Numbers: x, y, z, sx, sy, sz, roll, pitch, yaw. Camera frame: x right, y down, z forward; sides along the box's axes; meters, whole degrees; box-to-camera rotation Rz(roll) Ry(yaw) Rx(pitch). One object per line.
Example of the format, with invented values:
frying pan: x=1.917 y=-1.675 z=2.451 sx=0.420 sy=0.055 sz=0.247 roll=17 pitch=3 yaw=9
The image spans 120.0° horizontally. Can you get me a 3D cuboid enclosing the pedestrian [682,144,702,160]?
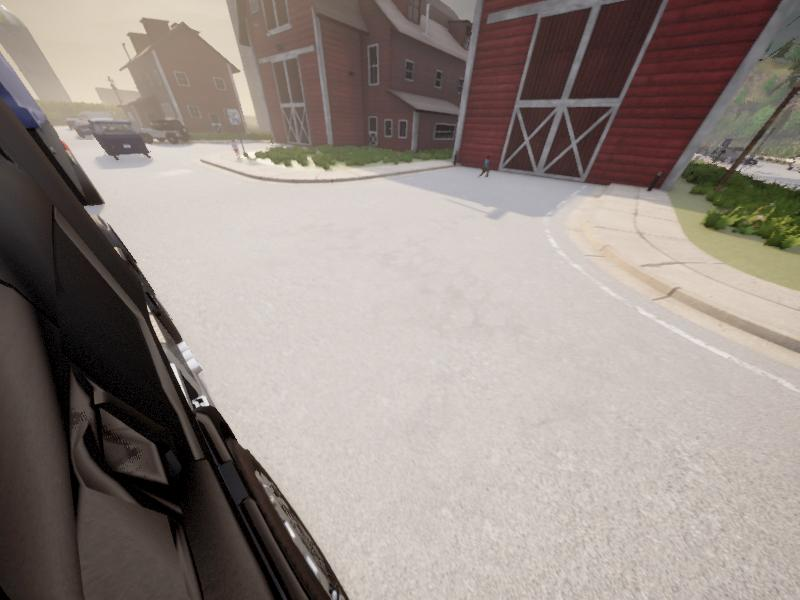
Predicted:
pedestrian: x=42.266 y=-21.474 z=33.450 sx=0.751 sy=1.860 sz=0.751 roll=21 pitch=40 yaw=23

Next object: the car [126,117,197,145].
car: x=-22.310 y=-15.953 z=21.825 sx=3.866 sy=1.878 sz=1.905 roll=-1 pitch=42 yaw=-2

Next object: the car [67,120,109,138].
car: x=-35.503 y=-19.453 z=26.285 sx=4.792 sy=1.488 sz=2.163 roll=28 pitch=44 yaw=30

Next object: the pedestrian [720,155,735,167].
pedestrian: x=36.209 y=-15.399 z=25.532 sx=0.500 sy=1.100 sz=0.500 roll=-26 pitch=45 yaw=-33

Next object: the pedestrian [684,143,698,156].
pedestrian: x=54.620 y=-28.258 z=43.365 sx=0.751 sy=1.860 sz=0.751 roll=-25 pitch=45 yaw=-32

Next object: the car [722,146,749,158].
car: x=69.278 y=-30.599 z=47.745 sx=1.905 sy=1.878 sz=3.866 roll=29 pitch=44 yaw=31

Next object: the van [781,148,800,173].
van: x=44.976 y=-14.954 z=24.684 sx=2.351 sy=2.431 sz=6.366 roll=29 pitch=44 yaw=31

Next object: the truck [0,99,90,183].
truck: x=-16.135 y=-6.783 z=9.674 sx=5.204 sy=2.467 sz=2.627 roll=28 pitch=44 yaw=30

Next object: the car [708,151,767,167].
car: x=45.647 y=-19.265 z=31.405 sx=1.994 sy=1.385 sz=4.181 roll=3 pitch=37 yaw=0

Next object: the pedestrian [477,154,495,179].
pedestrian: x=4.617 y=-7.192 z=12.475 sx=0.500 sy=1.100 sz=0.500 roll=29 pitch=44 yaw=30

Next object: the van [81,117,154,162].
van: x=-17.688 y=-10.145 z=14.475 sx=4.442 sy=1.987 sz=1.775 roll=28 pitch=45 yaw=30

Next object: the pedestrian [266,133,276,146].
pedestrian: x=-13.347 y=-16.630 z=23.955 sx=0.500 sy=1.100 sz=0.500 roll=27 pitch=43 yaw=29

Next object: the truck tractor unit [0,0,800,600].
truck tractor unit: x=-2.645 y=-0.295 z=0.351 sx=6.516 sy=4.208 sz=3.053 roll=28 pitch=44 yaw=30

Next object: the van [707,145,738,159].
van: x=59.436 y=-27.414 z=42.692 sx=2.069 sy=2.038 sz=4.480 roll=29 pitch=44 yaw=31

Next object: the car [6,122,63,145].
car: x=-30.590 y=-14.050 z=19.436 sx=4.181 sy=1.385 sz=1.994 roll=28 pitch=44 yaw=30

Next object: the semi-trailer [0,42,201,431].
semi-trailer: x=-8.691 y=-3.601 z=4.248 sx=14.254 sy=4.402 sz=2.717 roll=28 pitch=44 yaw=30

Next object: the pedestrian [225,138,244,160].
pedestrian: x=-10.510 y=-9.620 z=14.707 sx=0.500 sy=1.100 sz=0.500 roll=25 pitch=42 yaw=27

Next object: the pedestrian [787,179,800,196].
pedestrian: x=21.235 y=-6.268 z=11.657 sx=0.751 sy=1.860 sz=0.751 roll=28 pitch=44 yaw=30

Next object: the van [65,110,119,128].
van: x=-62.112 y=-36.551 z=46.705 sx=1.988 sy=2.561 sz=5.915 roll=29 pitch=44 yaw=31

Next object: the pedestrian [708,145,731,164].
pedestrian: x=38.735 y=-17.597 z=28.012 sx=0.751 sy=1.860 sz=0.751 roll=-26 pitch=45 yaw=-33
